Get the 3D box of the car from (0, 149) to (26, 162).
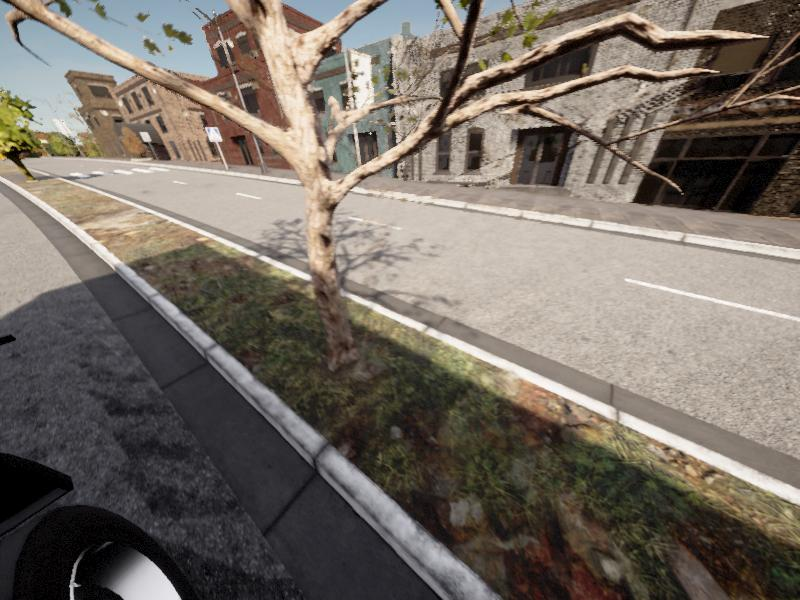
[{"bbox_3d":[-61.272,-22.695,36.224,5.008,1.535,1.882,18,39,26],"label":"car"}]
